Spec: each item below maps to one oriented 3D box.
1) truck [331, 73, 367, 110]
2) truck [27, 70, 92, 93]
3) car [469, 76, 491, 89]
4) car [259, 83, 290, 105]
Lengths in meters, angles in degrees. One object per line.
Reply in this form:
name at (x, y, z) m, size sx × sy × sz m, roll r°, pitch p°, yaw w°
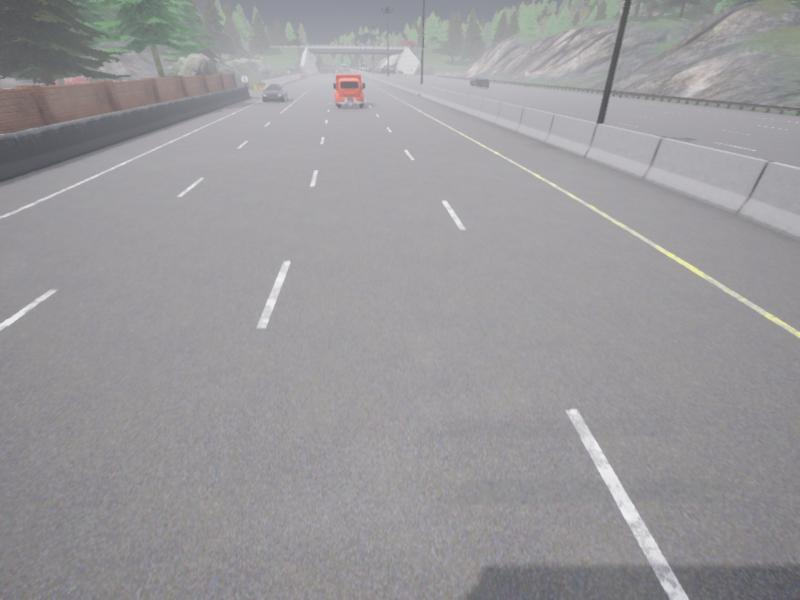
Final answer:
truck at (-4.253, -17.449, 33.379) m, size 2.627 × 2.467 × 5.204 m, roll -4°, pitch 30°, yaw -6°
truck at (-43.339, -27.869, 51.069) m, size 5.204 × 2.467 × 2.627 m, roll -4°, pitch 31°, yaw -6°
car at (12.427, -34.071, 62.550) m, size 1.882 × 1.535 × 5.008 m, roll -4°, pitch 31°, yaw -6°
car at (-12.072, -20.017, 38.740) m, size 2.038 × 1.542 × 4.974 m, roll -4°, pitch 31°, yaw -6°
